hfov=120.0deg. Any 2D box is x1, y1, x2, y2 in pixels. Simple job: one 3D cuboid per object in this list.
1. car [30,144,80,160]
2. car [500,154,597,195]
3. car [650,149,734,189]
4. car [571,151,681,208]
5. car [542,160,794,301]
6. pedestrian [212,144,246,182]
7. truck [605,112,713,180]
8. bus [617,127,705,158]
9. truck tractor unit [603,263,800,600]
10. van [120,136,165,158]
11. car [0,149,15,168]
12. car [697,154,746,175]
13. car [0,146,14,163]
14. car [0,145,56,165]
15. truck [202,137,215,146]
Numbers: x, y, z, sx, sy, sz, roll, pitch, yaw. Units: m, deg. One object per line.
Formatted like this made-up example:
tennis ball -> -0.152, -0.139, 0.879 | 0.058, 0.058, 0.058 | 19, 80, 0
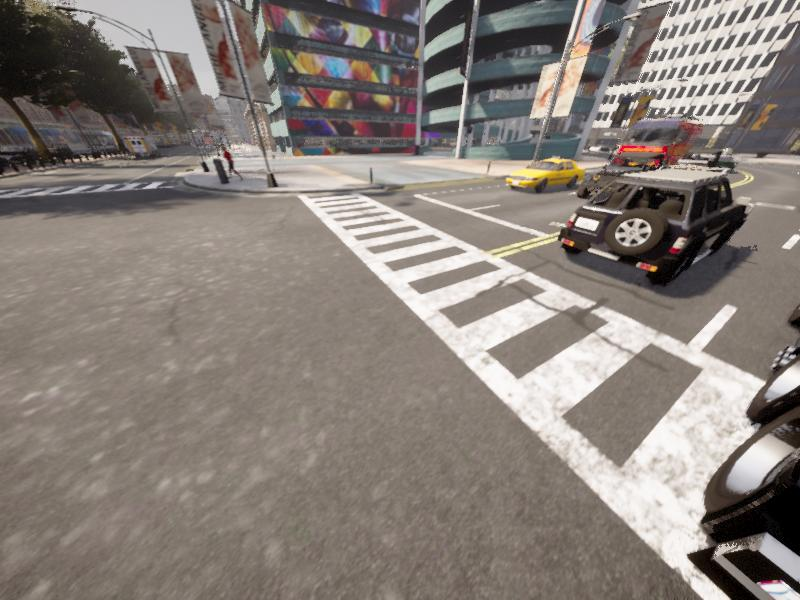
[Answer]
car -> -42.983, -18.584, 28.921 | 1.851, 1.617, 3.988 | -18, 39, -25
car -> 8.420, -7.225, 13.103 | 5.366, 1.575, 1.801 | -18, 39, -25
car -> 18.258, -8.309, 14.487 | 3.866, 1.878, 1.905 | -19, 39, -25
car -> 10.254, -5.650, 10.582 | 3.866, 1.878, 1.905 | -19, 39, -25
car -> 5.787, -1.867, 5.108 | 4.605, 1.855, 1.932 | -18, 39, -24
pedestrian -> -9.928, -7.995, 13.479 | 0.751, 1.860, 0.751 | 1, 35, 1
truck -> 20.796, -12.300, 18.554 | 8.468, 3.827, 2.891 | -22, 41, -28
bus -> 47.280, -29.190, 42.736 | 3.944, 4.253, 10.273 | 0, 35, -1
truck tractor unit -> 5.106, -0.305, 0.794 | 6.516, 4.208, 3.053 | -18, 39, -24
van -> -37.270, -22.374, 33.709 | 2.351, 2.431, 6.366 | -18, 39, -25
car -> -36.278, -11.896, 19.574 | 1.994, 1.385, 4.181 | -18, 39, -25
car -> 29.112, -12.470, 21.097 | 1.895, 1.301, 4.718 | 30, 44, 35
car -> -43.266, -14.820, 23.603 | 1.837, 1.490, 4.892 | -19, 39, -25
car -> -39.635, -15.256, 24.250 | 2.128, 1.511, 4.902 | -18, 39, -25
truck -> -65.937, -54.538, 79.659 | 2.627, 2.467, 5.204 | -18, 39, -25
